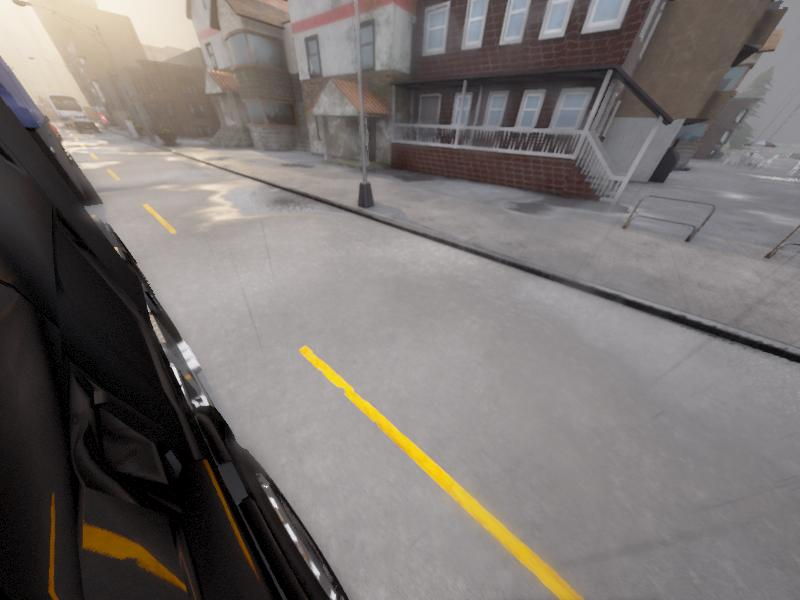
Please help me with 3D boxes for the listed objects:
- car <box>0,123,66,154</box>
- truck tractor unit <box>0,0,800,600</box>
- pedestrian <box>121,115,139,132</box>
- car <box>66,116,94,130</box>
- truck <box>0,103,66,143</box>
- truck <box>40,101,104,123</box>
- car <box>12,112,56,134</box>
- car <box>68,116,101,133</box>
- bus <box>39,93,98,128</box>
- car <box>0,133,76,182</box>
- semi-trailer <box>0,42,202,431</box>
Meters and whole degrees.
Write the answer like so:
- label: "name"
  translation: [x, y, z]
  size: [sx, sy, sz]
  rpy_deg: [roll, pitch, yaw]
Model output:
- label: "car"
  translation: [-24.125, -10.612, 15.140]
  size: [4.181, 1.385, 1.994]
  rpy_deg: [28, 44, 30]
- label: "truck tractor unit"
  translation: [-2.645, -0.295, 0.351]
  size: [6.516, 4.208, 3.053]
  rpy_deg: [28, 44, 30]
- label: "pedestrian"
  translation: [-39.822, -26.002, 34.068]
  size: [0.751, 1.860, 0.751]
  rpy_deg: [16, 39, 17]
- label: "car"
  translation: [-50.495, -27.918, 36.431]
  size: [5.008, 1.535, 1.882]
  rpy_deg: [28, 44, 30]
- label: "truck"
  translation: [-32.234, -15.414, 20.094]
  size: [5.204, 2.467, 2.627]
  rpy_deg: [29, 44, 29]
- label: "truck"
  translation: [-84.081, -48.225, 59.494]
  size: [2.891, 3.827, 8.468]
  rpy_deg: [28, 44, 30]
- label: "car"
  translation: [-41.699, -20.226, 26.425]
  size: [3.866, 1.878, 1.905]
  rpy_deg: [28, 44, 30]
- label: "car"
  translation: [-43.452, -24.195, 31.820]
  size: [5.238, 1.638, 1.930]
  rpy_deg: [28, 44, 30]
- label: "bus"
  translation: [-57.611, -32.744, 40.157]
  size: [10.273, 4.253, 3.944]
  rpy_deg: [28, 44, 30]
- label: "car"
  translation: [-15.922, -6.193, 9.832]
  size: [4.718, 1.301, 1.895]
  rpy_deg: [28, 44, 30]
- label: "semi-trailer"
  translation: [-8.704, -3.604, 4.217]
  size: [14.254, 4.402, 2.717]
  rpy_deg: [28, 44, 30]
